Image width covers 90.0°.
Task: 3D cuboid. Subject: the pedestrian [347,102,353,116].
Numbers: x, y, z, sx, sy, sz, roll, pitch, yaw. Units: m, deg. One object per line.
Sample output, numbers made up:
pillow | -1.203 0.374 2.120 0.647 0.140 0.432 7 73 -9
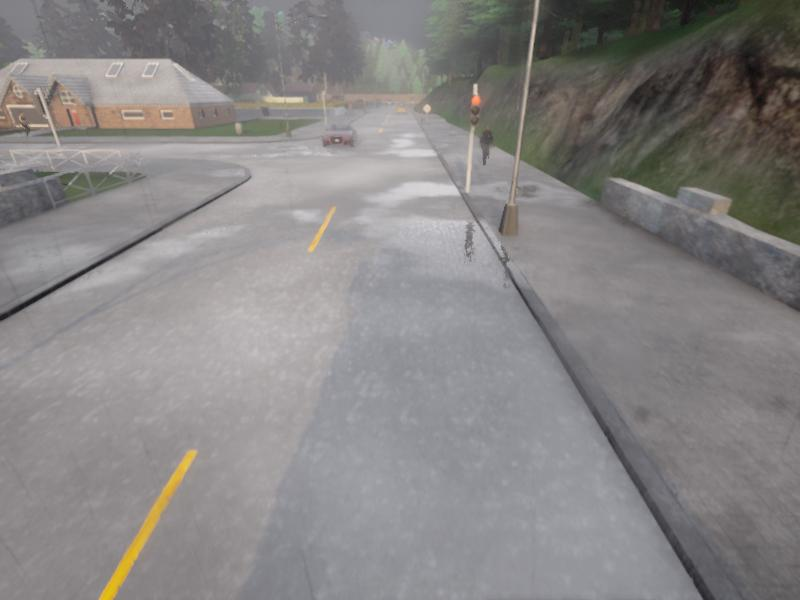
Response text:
pedestrian | -7.977 -30.215 63.260 0.751 1.860 0.751 0 27 0

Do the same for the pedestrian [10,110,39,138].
pedestrian | -28.429 -13.345 30.320 0.751 1.860 0.751 -4 27 -8

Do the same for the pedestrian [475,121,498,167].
pedestrian | 3.891 -7.048 18.080 0.751 1.860 0.751 1 27 2

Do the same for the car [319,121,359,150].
car | -3.911 -10.926 26.456 1.994 1.385 4.181 0 27 0

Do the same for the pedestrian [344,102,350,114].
pedestrian | -9.170 -33.443 69.556 0.751 1.860 0.751 0 27 0

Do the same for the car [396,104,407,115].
car | 0.236 -33.908 71.064 1.801 1.575 5.366 0 27 0
